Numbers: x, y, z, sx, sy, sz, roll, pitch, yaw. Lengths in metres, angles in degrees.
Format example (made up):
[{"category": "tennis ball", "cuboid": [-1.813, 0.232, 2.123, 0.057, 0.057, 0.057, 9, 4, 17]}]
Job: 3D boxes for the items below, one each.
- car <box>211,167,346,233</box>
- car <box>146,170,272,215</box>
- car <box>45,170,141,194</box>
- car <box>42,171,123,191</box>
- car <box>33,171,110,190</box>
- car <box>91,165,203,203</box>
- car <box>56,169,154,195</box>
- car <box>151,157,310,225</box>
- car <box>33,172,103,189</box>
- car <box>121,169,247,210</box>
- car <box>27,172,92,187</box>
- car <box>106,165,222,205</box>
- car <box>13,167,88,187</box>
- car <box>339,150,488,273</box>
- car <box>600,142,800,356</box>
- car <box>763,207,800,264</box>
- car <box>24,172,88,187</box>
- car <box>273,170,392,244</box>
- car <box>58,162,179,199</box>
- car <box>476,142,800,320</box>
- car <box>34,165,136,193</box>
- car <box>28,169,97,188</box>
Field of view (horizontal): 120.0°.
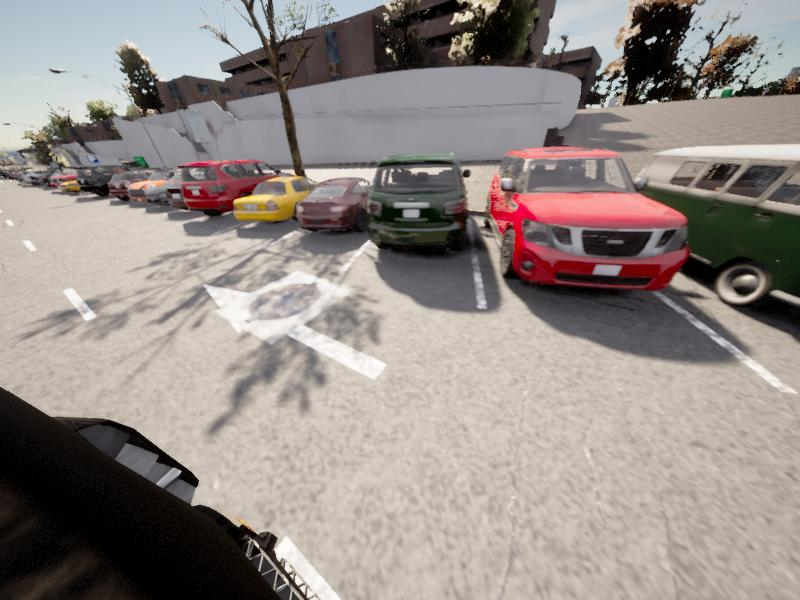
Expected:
[{"category": "car", "cuboid": [-4.335, -4.402, 9.586, 1.946, 1.575, 5.366, 4, 33, 11]}, {"category": "car", "cuboid": [-9.492, -5.824, 12.202, 2.163, 1.488, 4.792, 4, 33, 11]}, {"category": "car", "cuboid": [-30.024, -11.795, 22.933, 1.946, 1.575, 5.366, 4, 33, 11]}, {"category": "car", "cuboid": [-35.115, -13.348, 25.826, 2.163, 1.488, 4.792, 4, 33, 11]}, {"category": "car", "cuboid": [-40.242, -14.876, 28.578, 2.097, 1.535, 5.008, 4, 33, 11]}, {"category": "car", "cuboid": [-17.196, -8.209, 16.156, 2.185, 1.767, 4.553, 4, 33, 11]}, {"category": "car", "cuboid": [-27.397, -11.245, 21.870, 1.946, 1.575, 5.366, 4, 33, 11]}, {"category": "car", "cuboid": [-6.939, -5.293, 10.686, 2.435, 2.045, 5.566, 4, 33, 11]}, {"category": "car", "cuboid": [-42.797, -15.595, 29.979, 2.002, 1.452, 4.674, 4, 33, 11]}, {"category": "car", "cuboid": [-12.051, -6.599, 13.528, 2.231, 1.521, 4.892, 5, 33, 10]}, {"category": "car", "cuboid": [-47.919, -17.095, 32.720, 2.002, 1.452, 4.674, 5, 33, 11]}, {"category": "car", "cuboid": [-14.614, -7.482, 14.843, 2.185, 1.767, 4.553, 4, 33, 11]}, {"category": "car", "cuboid": [-53.062, -18.876, 35.317, 2.435, 2.045, 5.566, 4, 33, 11]}, {"category": "car", "cuboid": [0.747, -2.983, 6.583, 2.435, 2.045, 5.566, 4, 33, 11]}, {"category": "car", "cuboid": [5.839, -1.323, 3.714, 1.878, 1.987, 4.442, 5, 34, 11]}, {"category": "car", "cuboid": [8.401, -0.492, 2.439, 2.185, 1.767, 4.553, 5, 34, 11]}, {"category": "car", "cuboid": [-50.490, -17.881, 34.106, 2.163, 1.488, 4.792, 4, 33, 11]}, {"category": "car", "cuboid": [-1.811, -3.494, 8.086, 2.002, 1.452, 4.674, 4, 33, 11]}, {"category": "car", "cuboid": [-22.319, -9.863, 18.870, 2.435, 2.045, 5.566, 4, 33, 11]}, {"category": "car", "cuboid": [3.303, -2.174, 5.157, 2.435, 2.045, 5.566, 5, 33, 11]}, {"category": "car", "cuboid": [-32.562, -12.837, 24.302, 2.435, 2.045, 5.566, 4, 33, 11]}, {"category": "car", "cuboid": [-45.360, -16.500, 31.285, 2.185, 1.767, 4.553, 4, 33, 11]}]
